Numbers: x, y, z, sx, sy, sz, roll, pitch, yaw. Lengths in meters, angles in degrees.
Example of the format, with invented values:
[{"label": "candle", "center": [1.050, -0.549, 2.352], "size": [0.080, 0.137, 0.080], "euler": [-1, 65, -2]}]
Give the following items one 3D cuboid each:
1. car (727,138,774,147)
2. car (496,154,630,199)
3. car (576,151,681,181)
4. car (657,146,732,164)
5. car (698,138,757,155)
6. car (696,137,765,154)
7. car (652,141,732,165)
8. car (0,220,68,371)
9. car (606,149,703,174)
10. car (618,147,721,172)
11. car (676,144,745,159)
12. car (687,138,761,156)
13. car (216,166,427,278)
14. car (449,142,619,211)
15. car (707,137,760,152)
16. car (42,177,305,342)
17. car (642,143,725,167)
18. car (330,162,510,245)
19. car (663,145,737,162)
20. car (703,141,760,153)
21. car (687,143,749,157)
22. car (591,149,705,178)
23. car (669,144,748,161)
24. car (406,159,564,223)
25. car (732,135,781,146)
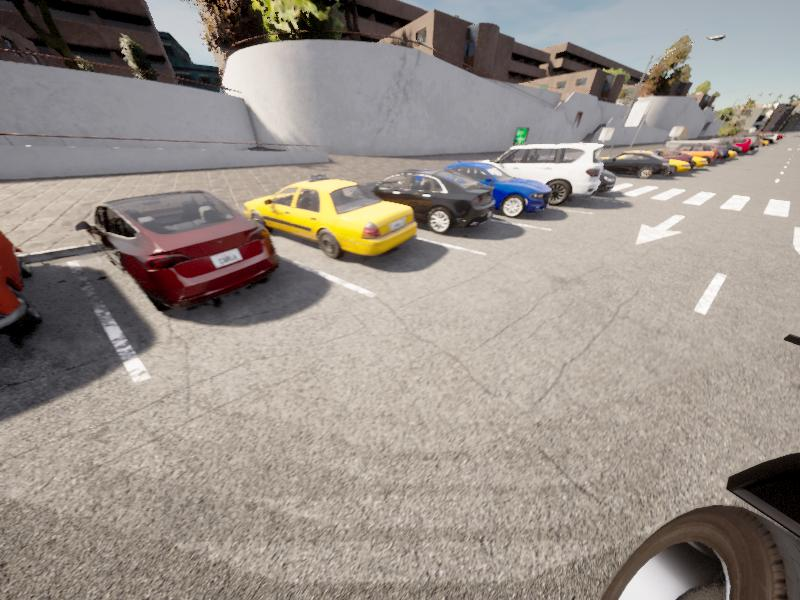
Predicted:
[{"label": "car", "center": [78.579, -35.433, 51.915], "size": [5.366, 1.575, 1.946], "euler": [21, 41, 29]}, {"label": "car", "center": [7.762, -6.301, 11.509], "size": [4.892, 1.521, 2.231], "euler": [21, 40, 28]}, {"label": "car", "center": [15.093, -9.215, 15.717], "size": [4.674, 1.452, 2.002], "euler": [21, 40, 28]}, {"label": "car", "center": [32.198, -16.089, 25.531], "size": [4.674, 1.452, 2.002], "euler": [21, 40, 29]}, {"label": "car", "center": [49.403, -23.305, 35.043], "size": [4.442, 1.987, 1.878], "euler": [21, 40, 29]}, {"label": "car", "center": [51.773, -24.368, 36.450], "size": [5.566, 2.045, 2.435], "euler": [21, 40, 29]}, {"label": "car", "center": [29.853, -15.287, 23.938], "size": [4.442, 1.987, 1.878], "euler": [21, 40, 28]}, {"label": "car", "center": [-6.796, -0.493, 2.953], "size": [4.442, 1.987, 1.878], "euler": [21, 40, 29]}, {"label": "car", "center": [19.951, -11.193, 18.532], "size": [4.792, 1.488, 2.163], "euler": [21, 40, 28]}, {"label": "car", "center": [22.573, -12.132, 19.819], "size": [5.366, 1.575, 1.946], "euler": [21, 40, 28]}, {"label": "car", "center": [39.557, -19.083, 29.695], "size": [4.792, 1.488, 2.163], "euler": [21, 40, 29]}, {"label": "car", "center": [46.833, -22.353, 33.713], "size": [5.566, 2.045, 2.435], "euler": [21, 41, 29]}, {"label": "car", "center": [-2.159, -2.393, 6.006], "size": [5.366, 1.575, 1.946], "euler": [21, 40, 29]}, {"label": "car", "center": [5.292, -5.523, 9.971], "size": [5.566, 2.045, 2.435], "euler": [21, 40, 29]}, {"label": "car", "center": [56.536, -26.418, 39.287], "size": [4.442, 1.987, 1.878], "euler": [21, 41, 29]}, {"label": "car", "center": [-4.474, -1.321, 4.556], "size": [4.792, 1.488, 2.163], "euler": [21, 40, 29]}, {"label": "car", "center": [27.330, -14.242, 22.627], "size": [4.553, 1.767, 2.185], "euler": [21, 40, 28]}, {"label": "car", "center": [0.440, -3.321, 7.310], "size": [4.892, 1.521, 2.231], "euler": [21, 40, 29]}, {"label": "car", "center": [34.614, -17.099, 26.938], "size": [4.792, 1.488, 2.163], "euler": [21, 40, 29]}, {"label": "car", "center": [54.198, -25.179, 37.980], "size": [4.892, 1.521, 2.231], "euler": [21, 41, 29]}, {"label": "car", "center": [44.422, -21.095, 32.482], "size": [4.674, 1.452, 2.002], "euler": [21, 41, 29]}, {"label": "car", "center": [17.686, -10.176, 17.011], "size": [5.366, 1.575, 1.946], "euler": [21, 40, 28]}, {"label": "car", "center": [37.242, -18.062, 28.215], "size": [5.366, 1.575, 1.946], "euler": [21, 40, 29]}, {"label": "car", "center": [2.878, -4.321, 8.713], "size": [5.008, 1.535, 2.097], "euler": [21, 40, 29]}, {"label": "car", "center": [83.676, -37.628, 54.448], "size": [5.566, 2.045, 2.435], "euler": [21, 40, 29]}]
